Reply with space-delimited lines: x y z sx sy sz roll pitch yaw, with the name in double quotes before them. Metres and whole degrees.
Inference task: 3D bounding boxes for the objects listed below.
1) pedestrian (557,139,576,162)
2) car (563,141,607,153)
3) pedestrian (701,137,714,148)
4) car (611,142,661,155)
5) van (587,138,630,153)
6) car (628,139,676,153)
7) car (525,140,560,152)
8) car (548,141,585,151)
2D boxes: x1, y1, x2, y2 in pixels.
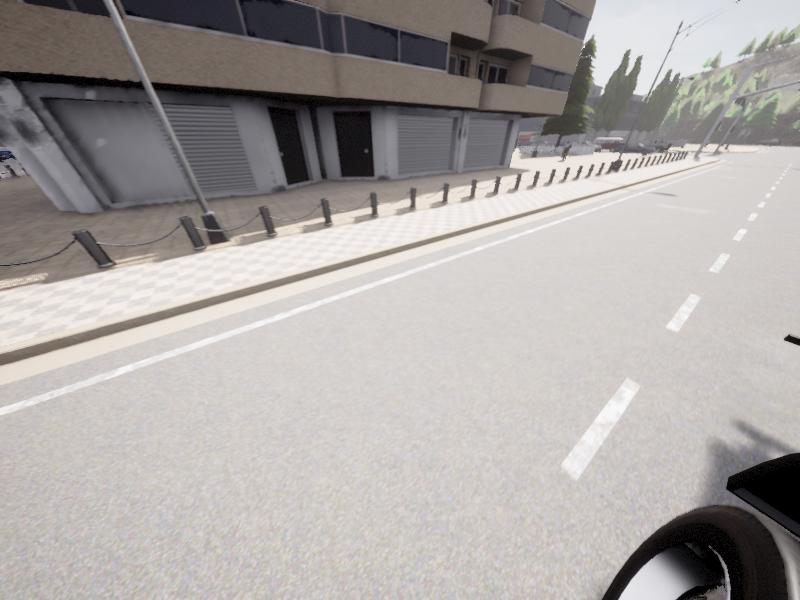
"pedestrian" 16.364 -14.708 22.716 0.751 1.860 0.751 -28 44 -34
"car" 30.886 -25.705 38.721 2.152 1.651 5.027 -22 41 -28
"pedestrian" 62.598 -32.089 47.014 0.751 1.860 0.751 -26 43 -32
"car" 34.703 -22.405 34.162 1.812 1.442 4.674 -21 40 -26
"van" 34.934 -26.056 38.822 2.069 2.038 4.480 -22 41 -28
"car" 40.626 -24.968 37.369 1.932 1.855 4.605 -22 41 -28
"car" 26.780 -29.118 43.590 2.033 1.649 4.856 -22 41 -28
"car" 31.192 -28.966 43.417 1.882 1.535 5.008 -22 41 -28
